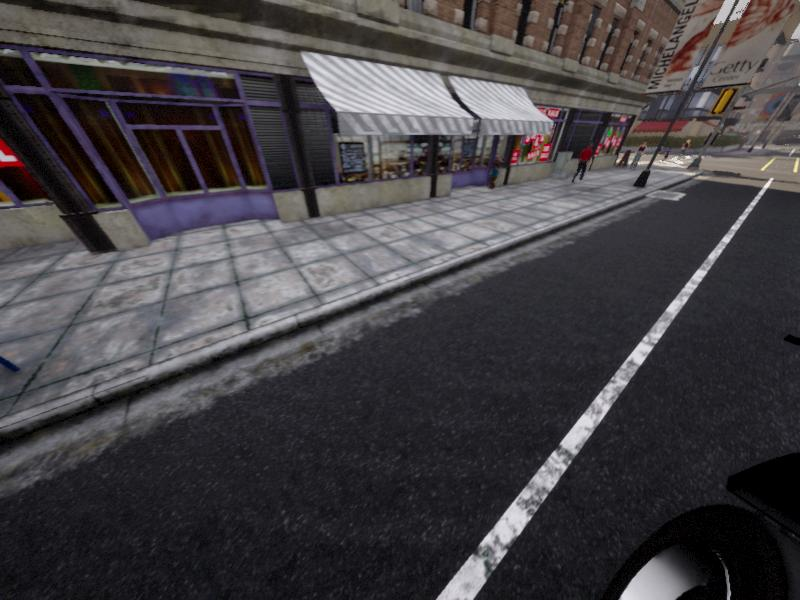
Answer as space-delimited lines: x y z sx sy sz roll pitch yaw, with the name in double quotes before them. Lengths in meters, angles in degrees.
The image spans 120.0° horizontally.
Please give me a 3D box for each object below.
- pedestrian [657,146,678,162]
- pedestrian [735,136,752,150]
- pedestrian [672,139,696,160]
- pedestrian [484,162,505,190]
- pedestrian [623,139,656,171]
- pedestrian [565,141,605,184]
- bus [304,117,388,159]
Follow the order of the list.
"pedestrian" 27.103 -14.810 23.449 0.751 1.300 0.751 -18 39 -24
"pedestrian" 57.968 -26.532 39.008 0.751 1.860 0.751 -22 40 -27
"pedestrian" 30.672 -16.227 24.937 0.751 1.860 0.751 -19 39 -25
"pedestrian" 4.421 -5.803 10.818 0.500 1.100 0.500 -20 40 -25
"pedestrian" 16.855 -10.230 16.311 0.751 1.860 0.751 -23 41 -28
"pedestrian" 9.575 -7.153 12.023 0.751 1.860 0.751 -20 40 -26
"bus" -7.078 -22.617 32.309 10.273 4.253 3.944 -22 41 -28
